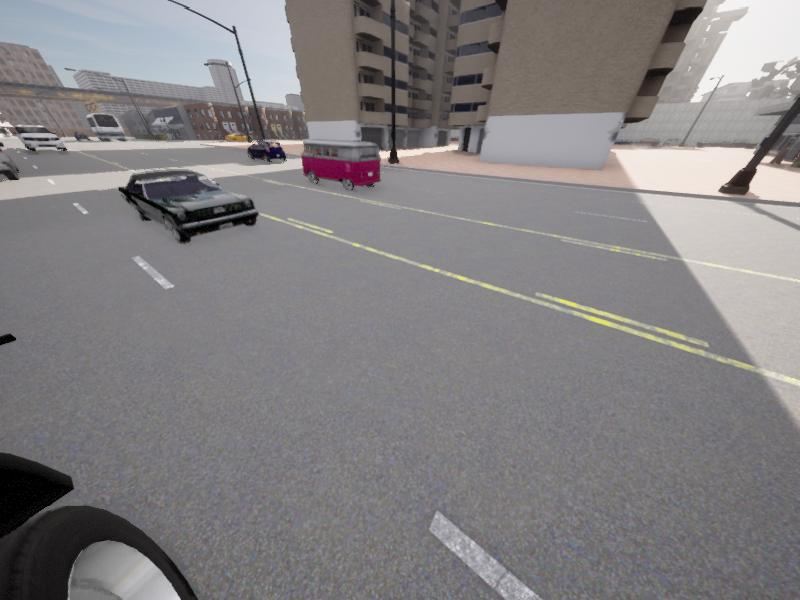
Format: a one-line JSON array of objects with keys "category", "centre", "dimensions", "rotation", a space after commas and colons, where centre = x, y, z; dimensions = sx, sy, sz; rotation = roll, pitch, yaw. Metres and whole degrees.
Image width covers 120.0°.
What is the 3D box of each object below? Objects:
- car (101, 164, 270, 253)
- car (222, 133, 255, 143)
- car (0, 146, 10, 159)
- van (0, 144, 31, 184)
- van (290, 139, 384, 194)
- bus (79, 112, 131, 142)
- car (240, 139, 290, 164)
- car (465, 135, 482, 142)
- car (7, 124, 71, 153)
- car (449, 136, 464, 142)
[{"category": "car", "centre": [-6.154, -2.865, 6.602], "dimensions": [4.718, 1.301, 1.895], "rotation": [23, 41, 27]}, {"category": "car", "centre": [-32.819, -33.075, 47.131], "dimensions": [1.882, 1.535, 5.008], "rotation": [23, 41, 29]}, {"category": "car", "centre": [-31.389, -11.379, 17.002], "dimensions": [4.902, 1.511, 2.128], "rotation": [23, 41, 27]}, {"category": "van", "centre": [-20.928, -7.213, 10.985], "dimensions": [6.366, 2.431, 2.351], "rotation": [24, 41, 27]}, {"category": "van", "centre": [-3.146, -6.858, 11.652], "dimensions": [4.442, 1.987, 1.775], "rotation": [23, 41, 27]}, {"category": "bus", "centre": [-58.418, -34.052, 45.747], "dimensions": [10.273, 4.253, 3.944], "rotation": [25, 42, 30]}, {"category": "car", "centre": [-11.657, -12.883, 19.957], "dimensions": [3.633, 1.501, 1.845], "rotation": [24, 41, 27]}, {"category": "car", "centre": [23.226, -50.862, 72.861], "dimensions": [4.553, 1.767, 2.097], "rotation": [24, 41, 29]}, {"category": "car", "centre": [-34.290, -15.351, 21.927], "dimensions": [5.566, 2.045, 2.150], "rotation": [23, 41, 26]}, {"category": "car", "centre": [20.035, -57.245, 81.922], "dimensions": [4.856, 1.649, 2.033], "rotation": [24, 41, 29]}]
